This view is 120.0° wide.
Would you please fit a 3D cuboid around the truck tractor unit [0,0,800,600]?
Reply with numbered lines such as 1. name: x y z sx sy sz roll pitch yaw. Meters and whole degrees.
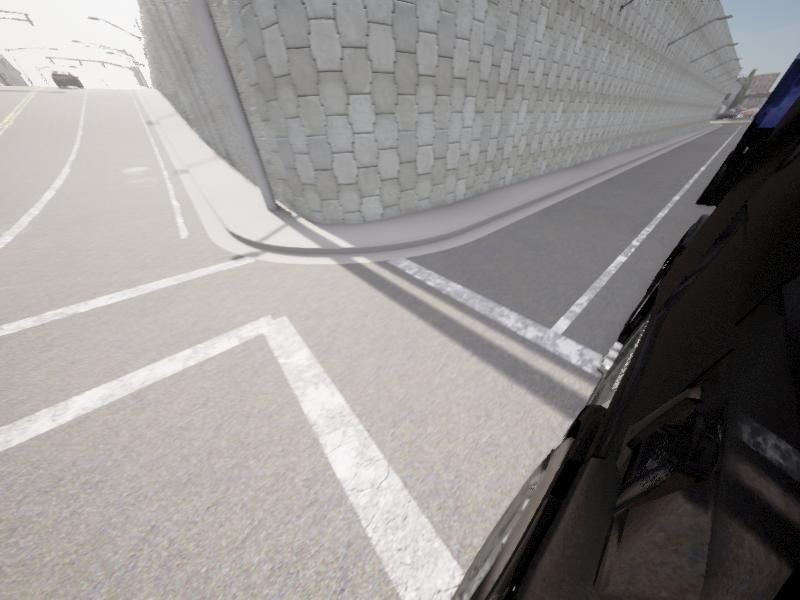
1. truck tractor unit: 2.645 -0.295 0.351 6.516 4.208 3.053 -28 44 -30

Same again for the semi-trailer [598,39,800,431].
1. semi-trailer: 8.697 -3.602 4.235 14.254 4.402 2.717 -28 44 -30

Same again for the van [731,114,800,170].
1. van: 18.750 -7.954 11.463 4.442 1.987 1.775 -28 44 -30

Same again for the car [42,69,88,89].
1. car: -39.997 -26.405 27.715 2.128 1.511 4.902 -28 48 -30
